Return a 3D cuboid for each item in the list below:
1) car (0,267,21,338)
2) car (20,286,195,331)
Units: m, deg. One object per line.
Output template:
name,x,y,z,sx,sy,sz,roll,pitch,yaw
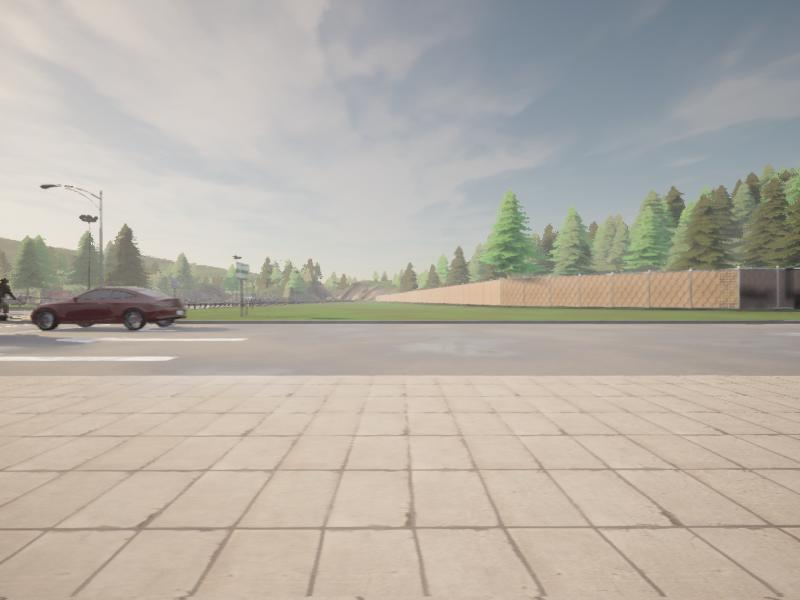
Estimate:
car,-12.505,0.049,10.199,3.866,1.878,1.905,0,0,0
car,-9.820,0.271,13.709,4.674,1.442,1.812,0,0,0
